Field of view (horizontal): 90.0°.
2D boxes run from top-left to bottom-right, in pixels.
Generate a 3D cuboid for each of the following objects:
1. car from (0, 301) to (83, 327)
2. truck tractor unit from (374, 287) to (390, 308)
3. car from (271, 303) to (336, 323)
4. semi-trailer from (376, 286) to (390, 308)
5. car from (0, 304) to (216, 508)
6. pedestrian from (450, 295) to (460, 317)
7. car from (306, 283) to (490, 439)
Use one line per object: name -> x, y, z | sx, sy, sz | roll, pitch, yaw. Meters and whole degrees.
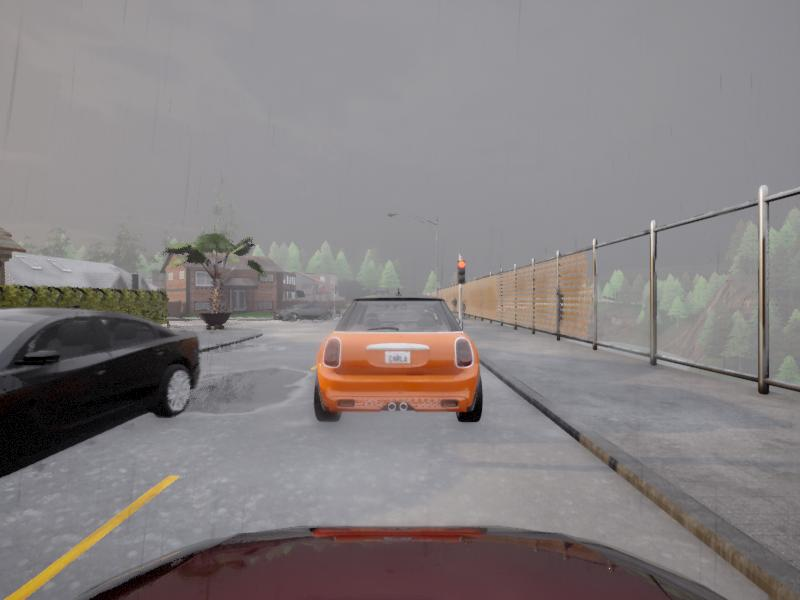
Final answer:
car -> -22.932, 0.823, 24.855 | 5.008, 1.535, 1.882 | 0, 0, 1
truck tractor unit -> -3.633, -0.521, 82.658 | 3.053, 4.208, 6.516 | 0, 0, 0
car -> -7.094, 0.907, 29.556 | 4.181, 1.385, 1.994 | 0, 0, -39
semi-trailer -> -3.682, -0.619, 90.575 | 2.717, 4.402, 14.254 | 0, 0, -1
car -> -3.979, 0.823, 4.074 | 1.882, 1.535, 5.008 | 0, 0, 0
pedestrian -> 4.891, 0.533, 35.633 | 0.751, 1.860, 0.751 | 0, 0, 1
car -> -0.001, 0.694, 6.836 | 2.097, 1.767, 4.553 | 0, 0, 1
